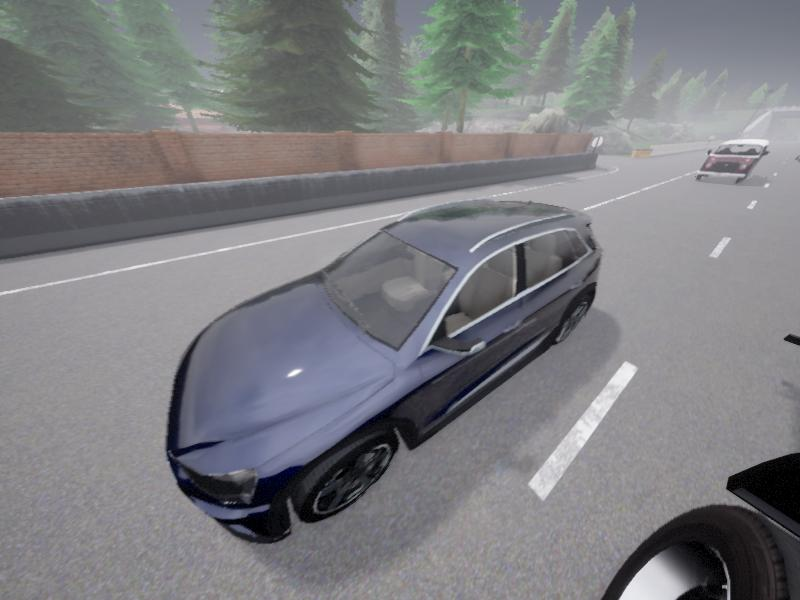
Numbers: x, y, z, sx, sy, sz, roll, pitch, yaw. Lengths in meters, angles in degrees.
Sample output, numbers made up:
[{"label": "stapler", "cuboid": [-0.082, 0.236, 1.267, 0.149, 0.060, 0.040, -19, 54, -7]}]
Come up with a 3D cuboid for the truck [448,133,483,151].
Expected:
[{"label": "truck", "cuboid": [11.568, -28.105, 41.131, 2.627, 2.467, 5.204, -22, 40, -27]}]

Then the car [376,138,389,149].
[{"label": "car", "cuboid": [-4.160, -36.387, 53.587, 1.932, 1.855, 4.605, -9, 37, -15]}]

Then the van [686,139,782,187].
[{"label": "van", "cuboid": [19.022, -7.922, 13.184, 4.480, 2.038, 2.069, -22, 41, -28]}]

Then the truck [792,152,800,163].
[{"label": "truck", "cuboid": [41.022, -14.625, 22.099, 5.204, 2.467, 2.627, -22, 41, -28]}]

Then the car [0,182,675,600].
[{"label": "car", "cuboid": [0.446, -0.093, 2.622, 4.856, 1.649, 2.033, -21, 39, -27]}]

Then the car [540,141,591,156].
[{"label": "car", "cuboid": [21.210, -19.638, 29.892, 1.837, 1.490, 4.892, -22, 41, -27]}]
